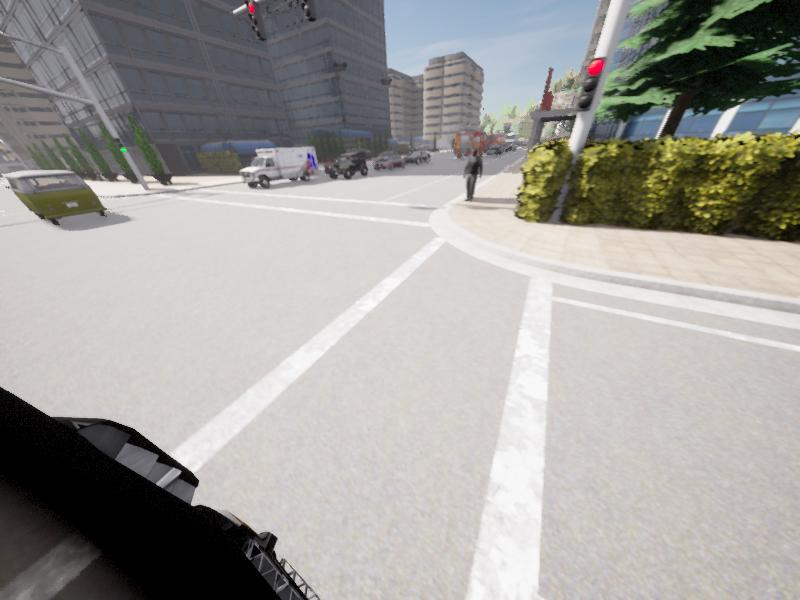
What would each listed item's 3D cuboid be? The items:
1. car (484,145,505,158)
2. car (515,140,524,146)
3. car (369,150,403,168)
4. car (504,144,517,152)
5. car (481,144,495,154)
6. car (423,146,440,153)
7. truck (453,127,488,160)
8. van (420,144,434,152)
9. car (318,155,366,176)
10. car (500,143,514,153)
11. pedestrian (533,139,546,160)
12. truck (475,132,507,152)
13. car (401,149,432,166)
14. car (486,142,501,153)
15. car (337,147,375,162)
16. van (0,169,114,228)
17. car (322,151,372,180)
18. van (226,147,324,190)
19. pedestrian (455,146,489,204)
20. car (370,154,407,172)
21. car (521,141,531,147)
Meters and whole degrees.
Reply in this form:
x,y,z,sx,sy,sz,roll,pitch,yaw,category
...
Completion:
x,y,z,sx,sy,sz,roll,pitch,yaw,category
15.354,-24.236,37.574,2.128,1.511,4.902,15,38,25,car
45.936,-60.170,88.585,2.097,1.767,4.553,15,38,25,car
-1.707,-18.590,30.366,2.242,1.667,4.611,15,38,25,car
24.437,-33.619,50.998,1.994,1.385,4.181,15,38,25,car
18.214,-31.228,47.778,1.845,1.501,3.633,15,38,25,car
9.805,-47.352,72.620,4.792,1.488,2.163,16,38,26,car
11.516,-25.263,37.337,2.891,3.827,8.468,15,38,25,truck
8.935,-50.040,76.254,4.442,1.987,1.775,16,38,26,van
-5.882,-14.189,24.245,1.882,1.535,5.008,15,38,25,car
21.592,-30.732,46.762,1.845,1.501,3.633,15,38,25,car
15.410,-16.630,25.562,0.751,1.860,0.751,18,39,28,pedestrian
23.993,-41.548,60.680,8.468,3.827,2.891,-24,39,-29,truck
2.246,-18.680,30.209,1.930,1.638,5.238,15,38,25,car
21.054,-34.297,51.903,2.097,1.767,4.553,15,38,25,car
-8.211,-27.167,43.084,6.274,2.098,2.390,-20,37,-24,car
-15.712,-4.749,10.519,4.442,1.987,1.775,15,38,25,van
-4.484,-11.795,20.234,1.905,1.878,3.866,15,38,25,car
-9.564,-10.748,18.596,2.351,2.431,6.366,15,38,25,van
2.729,-4.767,8.848,0.751,1.860,0.751,24,42,35,pedestrian
-1.124,-15.042,25.287,1.994,1.385,4.181,16,38,26,car
41.912,-51.805,76.743,2.033,1.411,5.357,15,38,25,car
